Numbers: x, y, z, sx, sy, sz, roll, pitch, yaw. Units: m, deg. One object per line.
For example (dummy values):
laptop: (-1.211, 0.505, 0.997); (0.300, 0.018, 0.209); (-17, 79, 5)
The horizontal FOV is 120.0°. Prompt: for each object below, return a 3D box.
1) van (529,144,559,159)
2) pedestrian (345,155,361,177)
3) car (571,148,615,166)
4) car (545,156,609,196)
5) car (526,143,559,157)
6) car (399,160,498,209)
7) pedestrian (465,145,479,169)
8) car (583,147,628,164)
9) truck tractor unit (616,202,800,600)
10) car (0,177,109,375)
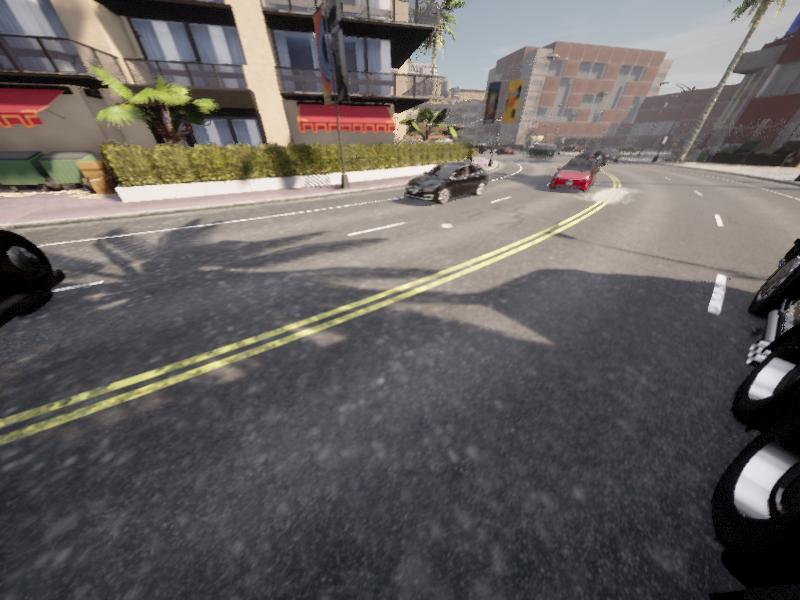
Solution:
van: (24.165, -25.170, 39.016); (1.775, 1.987, 4.442); (-2, 34, -4)
pedestrian: (-3.440, -9.895, 17.018); (0.751, 1.300, 0.751); (-22, 40, -29)
car: (23.427, -17.600, 28.282); (2.242, 1.667, 4.611); (8, 35, 11)
car: (10.417, -7.390, 13.510); (2.007, 1.525, 4.514); (26, 42, 32)
car: (26.866, -28.527, 43.858); (2.150, 2.045, 5.566); (-5, 35, -8)
car: (2.415, -5.710, 11.066); (4.892, 1.490, 1.837); (-27, 43, -33)
pedestrian: (6.631, -13.213, 21.361); (0.751, 1.860, 0.751); (21, 40, 27)
car: (27.535, -19.629, 31.292); (2.152, 1.651, 5.027); (5, 35, 7)
truck tractor unit: (4.998, -0.397, 0.933); (6.516, 4.208, 3.053); (-22, 40, -29)
car: (-6.584, 0.080, 2.259); (3.866, 1.878, 1.905); (-18, 38, -24)
